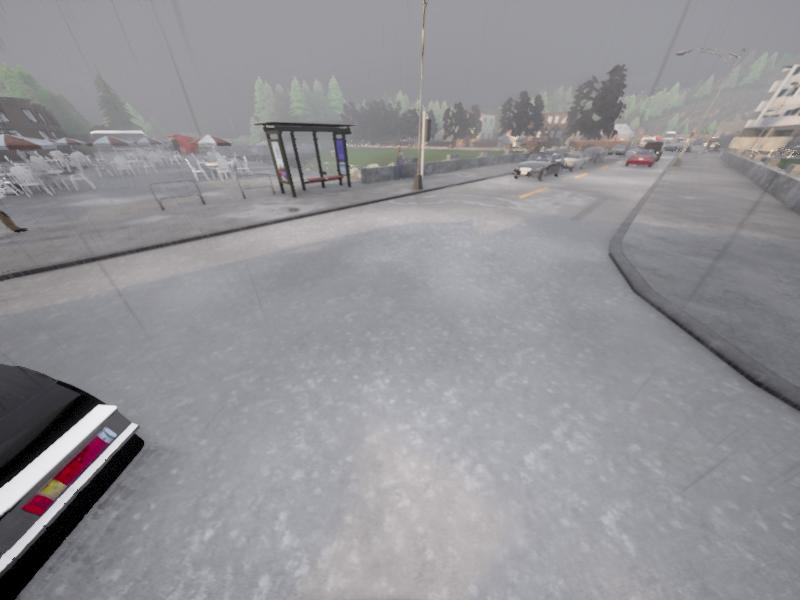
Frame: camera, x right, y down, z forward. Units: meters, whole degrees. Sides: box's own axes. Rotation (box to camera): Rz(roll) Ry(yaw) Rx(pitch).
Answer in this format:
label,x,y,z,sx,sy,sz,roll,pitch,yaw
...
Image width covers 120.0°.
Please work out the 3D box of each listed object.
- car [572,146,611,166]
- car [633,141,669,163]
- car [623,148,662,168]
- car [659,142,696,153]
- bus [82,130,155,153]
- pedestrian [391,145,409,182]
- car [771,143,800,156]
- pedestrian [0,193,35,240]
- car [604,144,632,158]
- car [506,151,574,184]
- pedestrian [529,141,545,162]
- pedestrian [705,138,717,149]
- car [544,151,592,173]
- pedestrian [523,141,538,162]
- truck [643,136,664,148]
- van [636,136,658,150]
label,x,y,z,sx,sy,sz,roll,pitch,yaw
car,20.146,-15.172,24.230,4.892,1.490,1.837,-29,44,-35
car,28.490,-16.832,26.182,3.866,1.878,1.905,-29,44,-35
car,23.391,-13.732,22.247,1.994,1.385,4.181,29,44,35
car,48.858,-26.910,40.789,1.970,1.475,3.806,1,35,2
bus,-68.153,-38.803,56.500,10.273,4.253,3.944,-29,44,-35
pedestrian,-0.004,-8.269,13.986,0.751,1.860,0.751,29,44,35
car,55.602,-20.512,31.544,1.837,1.490,4.892,-29,44,-35
pedestrian,-11.023,-2.574,5.932,0.751,1.860,0.751,7,36,10
car,31.812,-21.782,33.676,2.033,1.411,5.357,29,44,35
car,9.520,-9.121,15.647,4.902,1.511,2.128,-29,44,-34
pedestrian,14.700,-15.921,24.811,0.751,1.860,0.751,-22,41,-28
pedestrian,62.882,-31.653,46.698,0.751,1.860,0.751,-28,44,-34
car,14.426,-11.870,19.727,4.718,1.301,1.895,-29,44,-35
pedestrian,14.437,-16.400,25.499,0.751,1.860,0.751,-28,44,-34
truck,69.263,-43.225,63.101,5.204,2.467,2.627,-29,44,-35
van,57.623,-36.654,53.837,6.366,2.431,2.351,-29,44,-35
